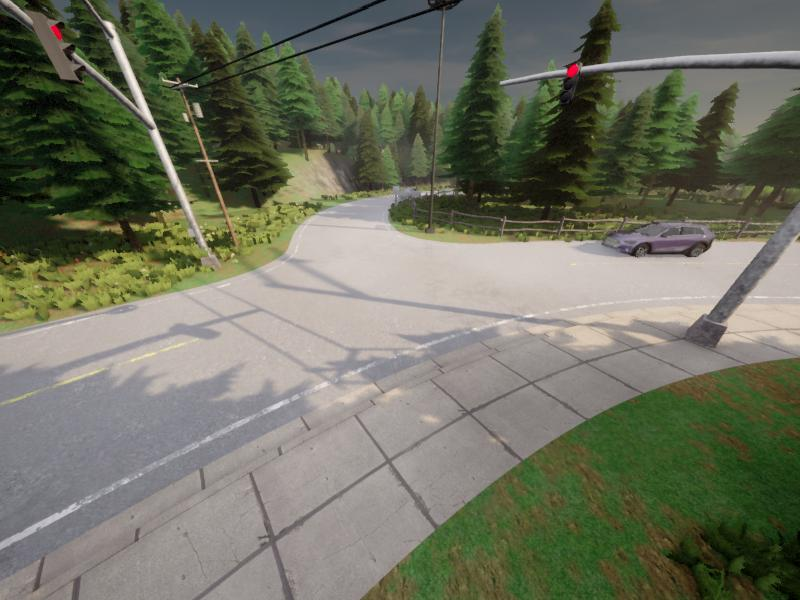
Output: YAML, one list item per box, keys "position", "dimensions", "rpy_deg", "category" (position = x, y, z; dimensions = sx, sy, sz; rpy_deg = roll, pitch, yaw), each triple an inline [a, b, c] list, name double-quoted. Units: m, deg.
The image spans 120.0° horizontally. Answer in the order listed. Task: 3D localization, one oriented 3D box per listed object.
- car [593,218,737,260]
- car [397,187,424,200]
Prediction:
- position: [13.959, -3.366, 12.509]
  dimensions: [4.856, 1.649, 2.033]
  rpy_deg: [-1, 30, 0]
  category: "car"
- position: [1.704, -16.208, 34.993]
  dimensions: [1.812, 1.442, 4.674]
  rpy_deg: [19, 35, 30]
  category: "car"
